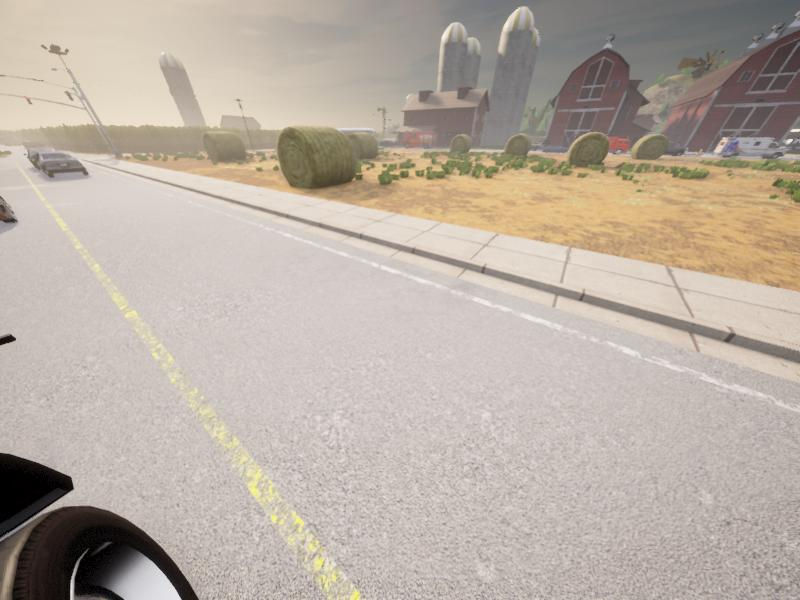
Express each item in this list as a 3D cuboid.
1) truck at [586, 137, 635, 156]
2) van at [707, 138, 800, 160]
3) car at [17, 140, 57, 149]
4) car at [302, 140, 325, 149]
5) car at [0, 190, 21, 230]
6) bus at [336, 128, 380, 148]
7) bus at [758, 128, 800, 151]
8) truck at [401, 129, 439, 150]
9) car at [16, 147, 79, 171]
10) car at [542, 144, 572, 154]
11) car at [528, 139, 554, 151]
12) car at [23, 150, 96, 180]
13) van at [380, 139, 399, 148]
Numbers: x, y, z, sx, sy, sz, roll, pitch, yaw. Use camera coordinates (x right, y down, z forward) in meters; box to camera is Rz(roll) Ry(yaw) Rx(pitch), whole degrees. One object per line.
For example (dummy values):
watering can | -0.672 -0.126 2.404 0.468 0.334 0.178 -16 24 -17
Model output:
truck | 34.560 -25.463 38.194 5.204 2.467 2.627 19 39 25
van | 47.940 -20.749 31.609 6.366 2.431 2.351 19 39 25
car | -81.535 -35.030 52.010 2.163 1.488 4.792 -8 36 -12
car | -20.948 -37.892 56.164 2.097 1.767 4.553 20 40 26
car | -13.796 -3.010 6.934 4.181 1.385 1.994 22 41 28
bus | -10.598 -41.926 59.788 10.273 4.253 3.944 2 35 3
bus | 93.733 -38.456 55.508 3.944 4.253 10.273 20 40 26
truck | 4.701 -38.860 55.884 8.468 3.827 2.891 19 39 25
car | -29.847 -12.028 19.559 4.792 1.488 2.163 22 41 28
car | 28.248 -27.235 41.601 4.181 1.385 1.994 19 40 25
car | 29.285 -32.363 48.200 3.866 1.878 1.905 -8 42 -8
car | -23.808 -9.542 16.137 5.357 1.411 2.033 22 41 28
van | -2.784 -40.758 60.086 4.480 2.038 2.069 20 40 25
